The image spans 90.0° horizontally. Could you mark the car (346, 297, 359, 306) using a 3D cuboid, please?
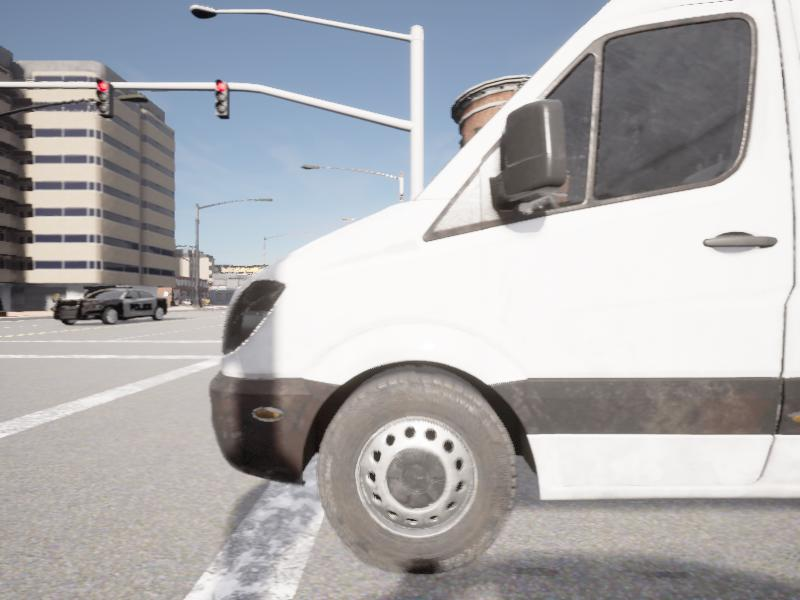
[{"bbox_3d":[-8.401,0.229,70.382,2.128,1.511,4.902,0,0,-8],"label":"car"}]

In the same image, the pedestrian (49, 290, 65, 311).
[{"bbox_3d":[-30.261,0.028,35.306,0.751,1.860,0.751,0,0,17],"label":"pedestrian"}]

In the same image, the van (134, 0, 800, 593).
[{"bbox_3d":[2.034,-0.282,2.335,5.915,2.561,1.988,0,0,2],"label":"van"}]

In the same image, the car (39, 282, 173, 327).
[{"bbox_3d":[-12.313,0.169,17.361,1.930,1.638,5.238,0,0,1],"label":"car"}]
